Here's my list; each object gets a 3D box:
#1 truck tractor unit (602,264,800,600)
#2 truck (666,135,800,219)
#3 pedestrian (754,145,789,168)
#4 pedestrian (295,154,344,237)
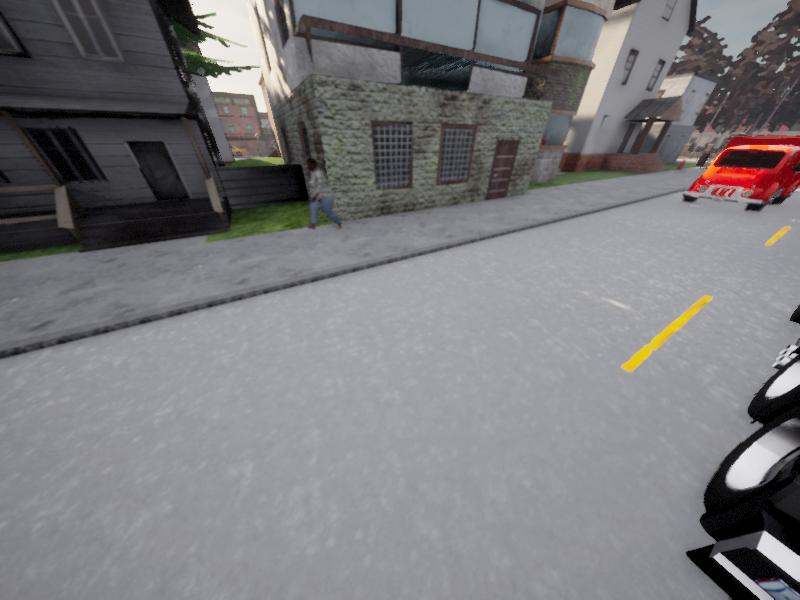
[{"bbox_3d":[5.104,-0.308,0.781,6.516,4.208,3.053,-18,39,-24],"label":"truck tractor unit"},{"bbox_3d":[14.645,-5.333,9.622,5.204,2.467,2.627,-18,39,-24],"label":"truck"},{"bbox_3d":[35.590,-13.760,22.177,0.751,1.860,0.751,-6,35,-9],"label":"pedestrian"},{"bbox_3d":[-2.109,-2.778,6.168,0.751,1.860,0.751,-16,38,-22],"label":"pedestrian"}]
